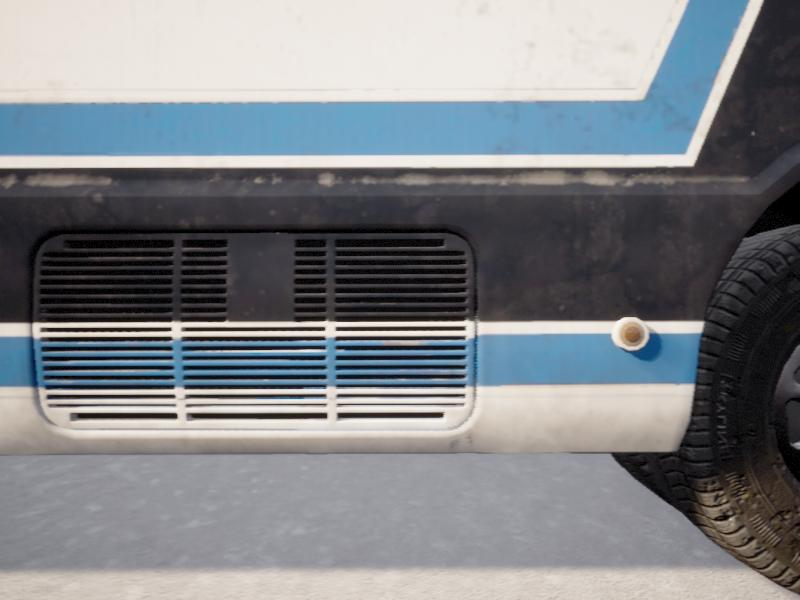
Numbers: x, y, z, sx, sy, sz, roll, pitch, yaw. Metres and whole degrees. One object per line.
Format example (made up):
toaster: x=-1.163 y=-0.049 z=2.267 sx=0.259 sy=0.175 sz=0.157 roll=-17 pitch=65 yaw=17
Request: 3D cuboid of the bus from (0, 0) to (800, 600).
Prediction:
bus: x=-0.679 y=-1.127 z=2.578 sx=10.273 sy=4.253 sz=3.944 roll=0 pitch=0 yaw=0
